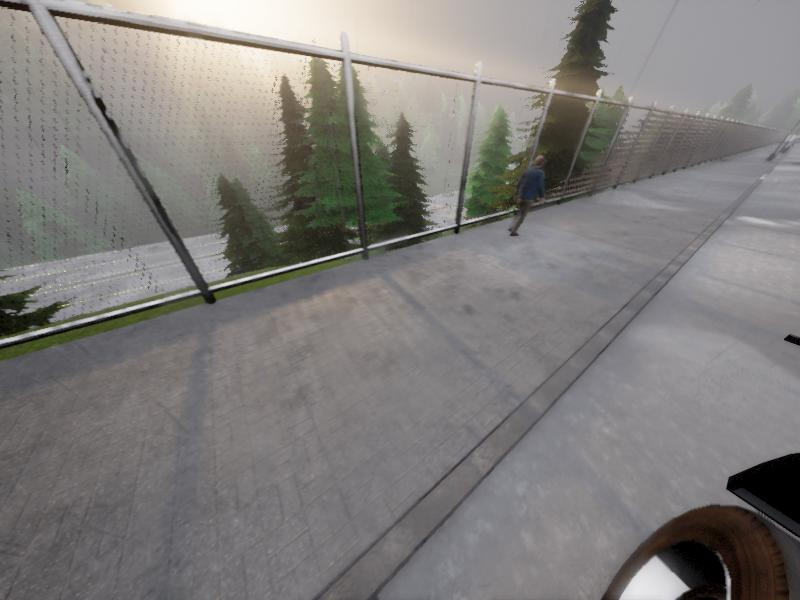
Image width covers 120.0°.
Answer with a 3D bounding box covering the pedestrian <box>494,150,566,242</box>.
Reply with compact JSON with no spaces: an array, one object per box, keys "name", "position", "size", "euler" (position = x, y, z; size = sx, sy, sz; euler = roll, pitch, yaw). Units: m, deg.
[{"name":"pedestrian","position":[3.033,-2.470,5.551],"size":[0.751,1.860,0.751],"euler":[-21,40,-27]}]
